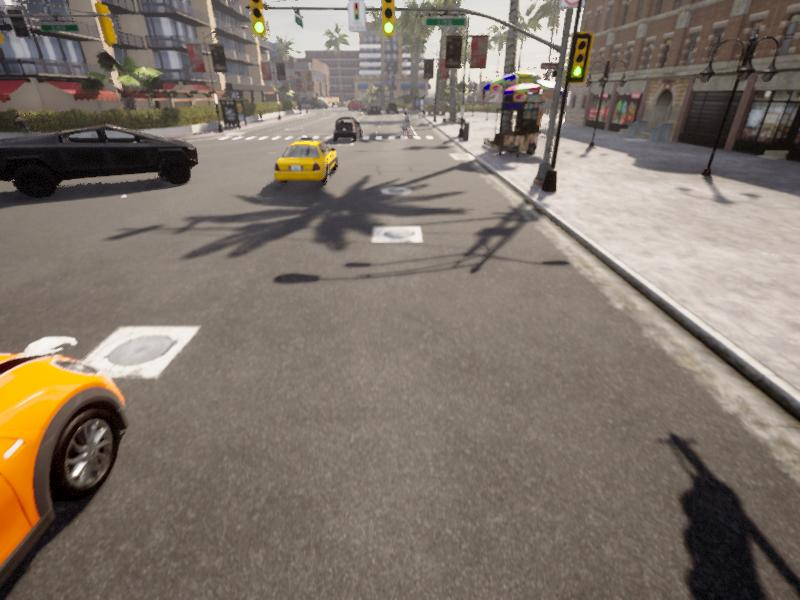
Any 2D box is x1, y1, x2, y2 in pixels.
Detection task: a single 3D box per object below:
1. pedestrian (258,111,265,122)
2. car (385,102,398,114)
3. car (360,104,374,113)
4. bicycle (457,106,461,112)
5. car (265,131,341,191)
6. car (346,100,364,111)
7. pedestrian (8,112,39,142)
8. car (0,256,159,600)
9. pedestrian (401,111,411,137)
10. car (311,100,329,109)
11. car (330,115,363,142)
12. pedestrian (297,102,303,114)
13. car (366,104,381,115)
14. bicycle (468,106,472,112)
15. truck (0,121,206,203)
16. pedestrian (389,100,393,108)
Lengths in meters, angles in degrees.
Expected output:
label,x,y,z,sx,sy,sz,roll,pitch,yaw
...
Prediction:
label,x,y,z,sx,sy,sz,roll,pitch,yaw
pedestrian,-17.066,-22.546,49.150,0.500,1.100,0.500,1,27,2
car,-1.520,-35.416,73.794,1.905,1.878,3.866,-4,27,-7
car,-6.689,-38.652,80.654,1.994,1.385,4.181,-8,28,-15
bicycle,11.291,-36.490,76.477,0.373,1.024,1.643,-1,27,-1
car,-3.656,-5.781,16.223,1.801,1.575,5.366,0,27,0
car,-9.993,-43.342,89.114,2.150,2.045,5.566,-12,29,-22
pedestrian,-26.157,-12.046,27.828,0.751,1.860,0.751,-1,27,-1
car,-3.565,1.465,1.837,2.097,1.767,4.553,-1,27,-2
pedestrian,0.468,-14.205,32.309,0.751,1.860,0.751,-3,27,-5
car,-19.694,-48.166,98.563,2.150,2.045,5.566,-16,31,-29
car,-3.977,-13.134,30.560,1.851,1.617,3.988,1,27,1
pedestrian,-17.211,-33.060,68.855,0.751,1.860,0.751,-1,27,-2
car,-4.738,-34.040,71.477,2.242,1.667,4.611,-4,27,-7
bicycle,13.302,-36.512,76.514,0.373,1.024,1.643,-1,27,-1
truck,-10.842,-5.187,14.514,6.274,2.098,2.390,-16,31,-28
pedestrian,-2.346,-49.109,100.169,0.751,1.860,0.751,-16,31,-28
